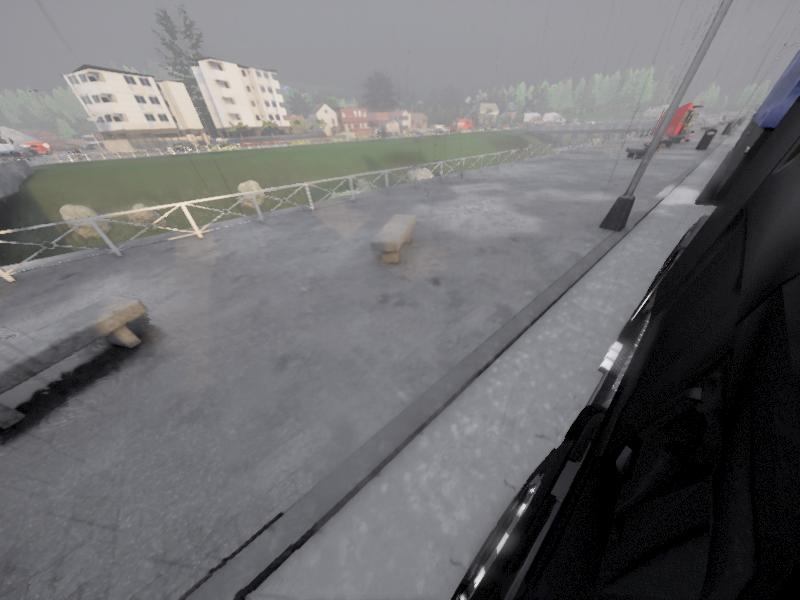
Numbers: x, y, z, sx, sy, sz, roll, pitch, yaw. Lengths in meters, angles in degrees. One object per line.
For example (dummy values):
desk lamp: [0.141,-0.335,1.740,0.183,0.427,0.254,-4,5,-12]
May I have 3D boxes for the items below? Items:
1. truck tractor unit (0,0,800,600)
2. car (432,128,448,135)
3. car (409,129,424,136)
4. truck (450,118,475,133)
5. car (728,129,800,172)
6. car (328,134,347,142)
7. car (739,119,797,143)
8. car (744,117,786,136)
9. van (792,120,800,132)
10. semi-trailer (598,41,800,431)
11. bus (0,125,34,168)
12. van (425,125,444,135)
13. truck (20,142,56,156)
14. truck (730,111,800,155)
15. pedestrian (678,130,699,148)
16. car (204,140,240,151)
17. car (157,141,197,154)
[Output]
truck tractor unit: [2.645,-0.295,0.351,6.516,4.208,3.053,-28,44,-30]
car: [12.307,-52.471,71.910,4.792,1.488,2.163,-28,44,-30]
car: [4.883,-48.537,67.086,4.193,1.474,1.816,-28,44,-30]
truck: [20.645,-57.854,76.645,8.468,3.827,2.891,-28,44,-30]
car: [18.269,-7.415,11.316,4.181,1.385,1.994,-28,44,-30]
car: [-15.629,-40.740,57.965,3.806,1.475,1.970,-28,44,-30]
car: [32.354,-14.950,20.432,4.902,1.511,2.128,-28,44,-30]
car: [40.770,-19.450,25.890,5.366,1.575,1.801,-28,44,-30]
van: [52.179,-22.780,28.858,5.915,2.561,1.988,-28,44,-30]
semi-trailer: [8.684,-3.609,4.251,14.254,4.402,2.717,-28,44,-30]
bus: [-50.377,-17.475,26.537,3.944,4.253,10.273,-21,41,-20]
van: [11.329,-55.469,75.180,6.366,2.431,2.351,-28,44,-30]
truck: [-82.547,-34.503,52.760,2.627,2.467,5.204,-28,44,-30]
truck: [25.227,-11.407,15.630,6.274,2.098,2.390,-28,44,-30]
pedestrian: [21.925,-12.251,17.578,0.500,1.100,0.500,18,41,25]
car: [-34.947,-30.493,45.413,5.357,1.411,2.033,-28,44,-30]
car: [-40.243,-27.632,41.819,4.892,1.490,1.837,-27,43,-29]
